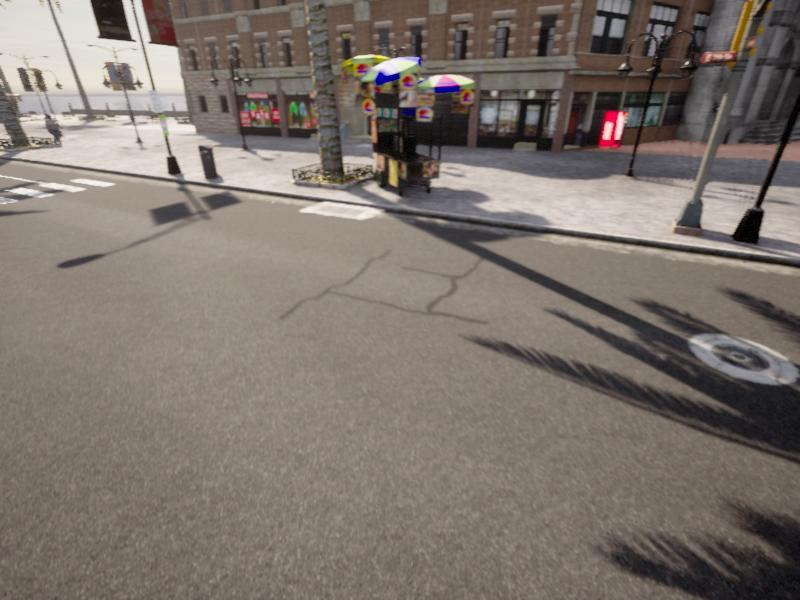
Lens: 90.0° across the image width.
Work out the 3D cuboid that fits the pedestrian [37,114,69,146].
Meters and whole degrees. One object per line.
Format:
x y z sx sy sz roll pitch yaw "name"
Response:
-22.175 -10.889 25.602 0.751 1.860 0.751 10 29 19 "pedestrian"
